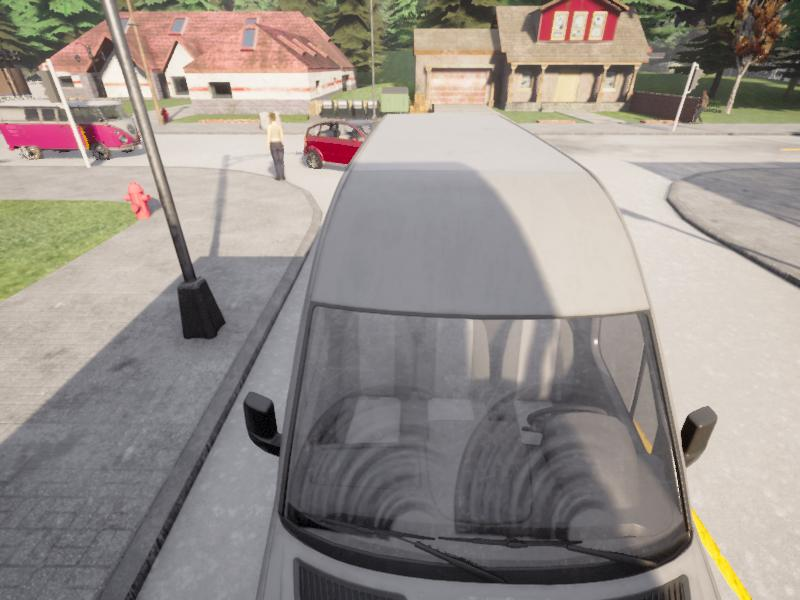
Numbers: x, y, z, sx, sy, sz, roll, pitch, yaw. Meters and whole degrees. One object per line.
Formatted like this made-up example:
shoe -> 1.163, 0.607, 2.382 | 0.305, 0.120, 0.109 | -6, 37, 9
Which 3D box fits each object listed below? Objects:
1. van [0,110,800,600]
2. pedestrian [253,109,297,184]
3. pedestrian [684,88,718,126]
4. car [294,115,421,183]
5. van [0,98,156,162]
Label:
van -> 0.421, 0.050, 3.433 | 1.988, 2.561, 5.915 | 1, 30, 2
pedestrian -> -3.537, -4.372, 11.414 | 0.751, 1.860, 0.751 | -17, 34, -27
pedestrian -> 16.972, -10.902, 22.612 | 0.751, 1.860, 0.751 | 0, 30, 0
car -> -1.398, -5.045, 13.126 | 3.705, 1.549, 1.789 | 18, 34, 29
van -> -12.117, -6.392, 14.992 | 4.442, 1.987, 1.775 | 1, 30, 0
